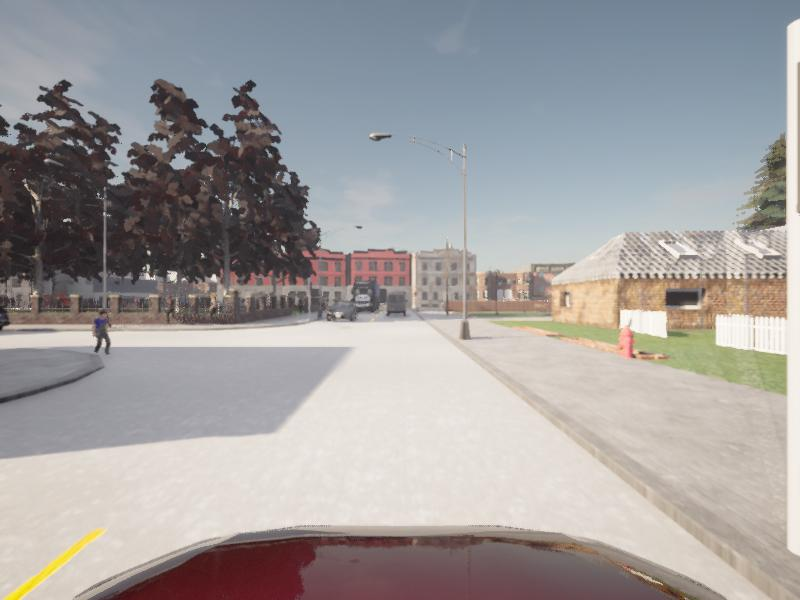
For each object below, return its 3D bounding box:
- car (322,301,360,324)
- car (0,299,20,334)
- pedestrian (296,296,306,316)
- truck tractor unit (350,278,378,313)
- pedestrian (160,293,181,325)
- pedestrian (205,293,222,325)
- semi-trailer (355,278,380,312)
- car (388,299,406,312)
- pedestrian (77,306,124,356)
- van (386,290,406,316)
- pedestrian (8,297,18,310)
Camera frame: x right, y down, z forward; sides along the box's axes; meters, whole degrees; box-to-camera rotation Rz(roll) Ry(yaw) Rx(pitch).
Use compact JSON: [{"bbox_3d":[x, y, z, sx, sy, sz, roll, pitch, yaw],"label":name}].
[{"bbox_3d":[-4.196,0.835,29.443,2.128,1.511,4.902,0,0,-1],"label":"car"},{"bbox_3d":[-21.145,0.778,18.642,4.856,1.649,2.033,0,0,-3],"label":"car"},{"bbox_3d":[-9.386,0.532,37.967,0.751,1.860,0.751,0,0,-5],"label":"pedestrian"},{"bbox_3d":[-4.510,-0.526,51.336,3.053,4.208,6.516,0,0,-1],"label":"truck tractor unit"},{"bbox_3d":[-13.505,0.534,23.551,0.751,1.860,0.751,0,0,3],"label":"pedestrian"},{"bbox_3d":[-11.039,0.534,23.715,0.751,1.860,0.751,0,0,-6],"label":"pedestrian"},{"bbox_3d":[-4.583,-0.619,59.245,2.717,4.402,14.254,0,0,0],"label":"semi-trailer"},{"bbox_3d":[-0.388,0.753,53.654,2.242,1.667,4.611,0,0,1],"label":"car"},{"bbox_3d":[-8.151,0.807,10.905,0.751,1.300,0.751,0,0,22],"label":"pedestrian"},{"bbox_3d":[-0.335,0.322,42.556,1.988,2.561,5.915,0,0,1],"label":"van"},{"bbox_3d":[-56.719,0.533,58.658,0.751,1.860,0.751,0,0,9],"label":"pedestrian"}]
